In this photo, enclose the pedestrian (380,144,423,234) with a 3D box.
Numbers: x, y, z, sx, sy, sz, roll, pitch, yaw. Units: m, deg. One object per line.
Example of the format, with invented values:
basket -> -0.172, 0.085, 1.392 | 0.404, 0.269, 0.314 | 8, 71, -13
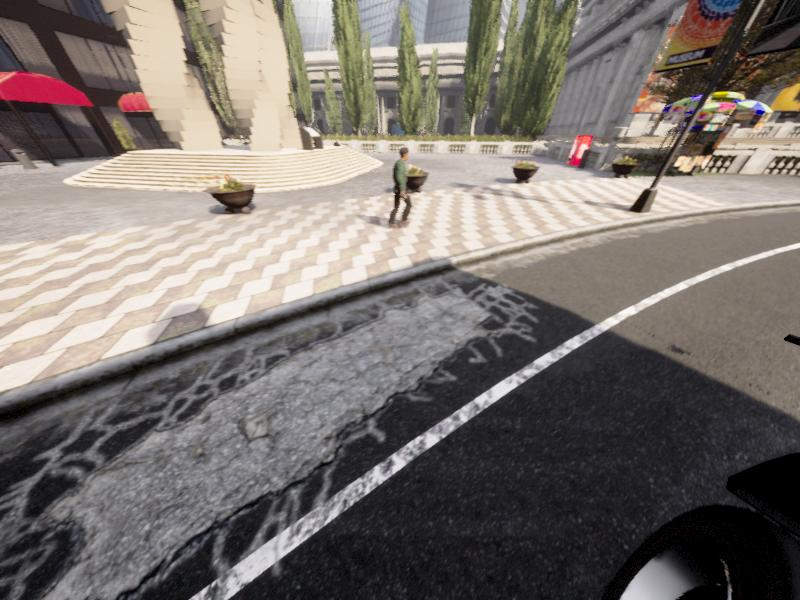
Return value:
pedestrian -> 0.026, -2.731, 5.740 | 0.751, 1.860, 0.751 | -12, 37, -16
